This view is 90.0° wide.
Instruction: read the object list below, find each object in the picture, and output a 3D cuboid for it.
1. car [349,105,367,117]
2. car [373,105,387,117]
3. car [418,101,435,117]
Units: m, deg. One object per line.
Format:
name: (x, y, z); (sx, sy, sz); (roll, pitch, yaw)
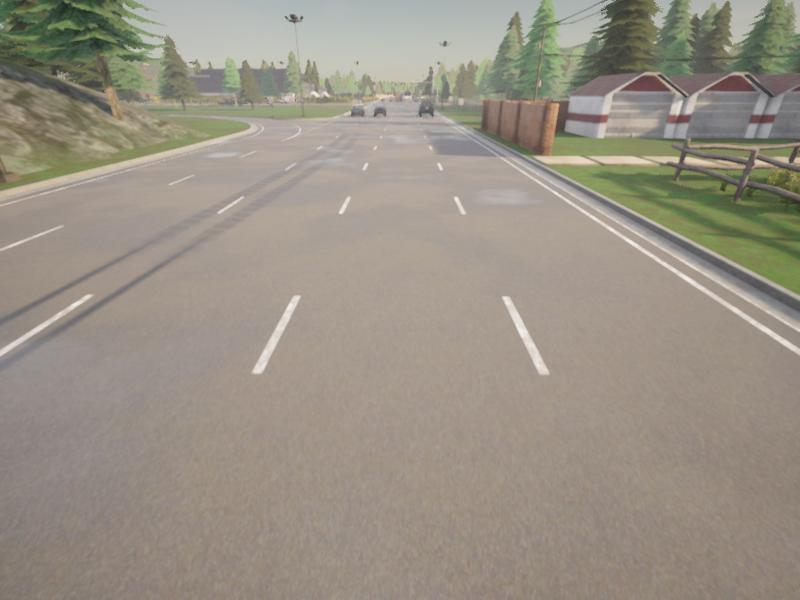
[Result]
car: (-6.484, -29.353, 62.053); (2.128, 1.511, 4.902); (0, 27, 0)
car: (-2.988, -29.180, 61.650); (1.837, 1.490, 4.892); (0, 27, 0)
car: (4.013, -29.431, 61.546); (2.150, 2.045, 5.566); (0, 27, 0)
